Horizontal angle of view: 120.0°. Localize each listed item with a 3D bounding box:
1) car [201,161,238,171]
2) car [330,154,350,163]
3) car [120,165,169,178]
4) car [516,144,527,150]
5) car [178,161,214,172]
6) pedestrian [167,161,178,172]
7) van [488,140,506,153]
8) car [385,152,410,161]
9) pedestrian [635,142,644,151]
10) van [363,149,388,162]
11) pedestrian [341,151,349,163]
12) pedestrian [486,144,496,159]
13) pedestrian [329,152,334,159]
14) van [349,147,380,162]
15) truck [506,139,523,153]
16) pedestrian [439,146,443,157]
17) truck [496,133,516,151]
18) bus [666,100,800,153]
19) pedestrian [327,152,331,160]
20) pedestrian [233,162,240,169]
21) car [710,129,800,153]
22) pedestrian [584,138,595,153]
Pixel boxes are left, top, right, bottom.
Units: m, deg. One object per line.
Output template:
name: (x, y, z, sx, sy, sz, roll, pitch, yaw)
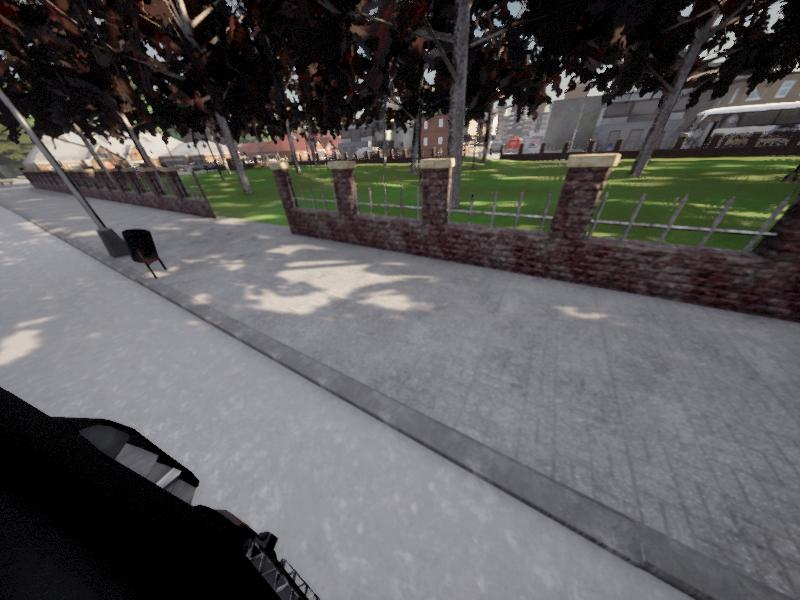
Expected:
car: (-36.399, -27.199, 46.803, 2.033, 1.411, 5.357, 15, 38, 25)
car: (-12.861, -30.416, 49.585, 3.633, 1.501, 1.845, 14, 37, 24)
car: (-42.225, -21.388, 38.382, 1.882, 1.535, 5.008, 15, 38, 25)
car: (34.623, -43.580, 65.672, 1.994, 1.385, 4.181, 15, 38, 25)
car: (-41.018, -26.966, 46.585, 2.242, 1.667, 4.611, 17, 38, 28)
pedestrian: (-45.495, -26.778, 46.266, 0.751, 1.860, 0.751, -21, 38, -25)
van: (23.290, -36.838, 55.471, 2.351, 2.431, 6.366, 17, 39, 28)
car: (-0.537, -29.311, 47.110, 4.718, 1.301, 1.895, 18, 39, 29)
pedestrian: (35.316, -22.668, 34.051, 0.500, 1.100, 0.500, 16, 38, 26)
van: (-4.816, -28.359, 45.395, 4.442, 1.987, 1.775, 15, 37, 24)
pedestrian: (-10.272, -26.696, 43.223, 0.751, 1.860, 0.751, 13, 37, 23)
pedestrian: (12.966, -21.124, 32.884, 0.751, 1.860, 0.751, 22, 41, 32)
pedestrian: (-19.684, -41.610, 66.505, 0.751, 1.860, 0.751, -26, 40, -31)
van: (-7.784, -32.061, 50.836, 6.366, 2.431, 2.351, 15, 38, 26)
truck: (26.879, -36.232, 54.220, 2.627, 2.467, 5.204, 15, 37, 25)
pedestrian: (8.418, -30.586, 47.531, 0.751, 1.860, 0.751, -1, 34, 4)
truck: (29.885, -44.230, 64.820, 2.891, 3.827, 8.468, 17, 38, 28)
bus: (39.217, -19.482, 26.296, 10.273, 4.253, 3.944, 17, 38, 27)
pedestrian: (-19.628, -40.007, 64.080, 0.751, 1.860, 0.751, -11, 34, -12)
pedestrian: (-31.764, -26.101, 44.797, 0.500, 1.100, 0.500, 12, 36, 21)
car: (37.115, -16.676, 24.379, 4.605, 1.855, 1.932, 15, 38, 25)
pedestrian: (29.735, -24.249, 36.214, 0.751, 1.860, 0.751, 18, 39, 28)
